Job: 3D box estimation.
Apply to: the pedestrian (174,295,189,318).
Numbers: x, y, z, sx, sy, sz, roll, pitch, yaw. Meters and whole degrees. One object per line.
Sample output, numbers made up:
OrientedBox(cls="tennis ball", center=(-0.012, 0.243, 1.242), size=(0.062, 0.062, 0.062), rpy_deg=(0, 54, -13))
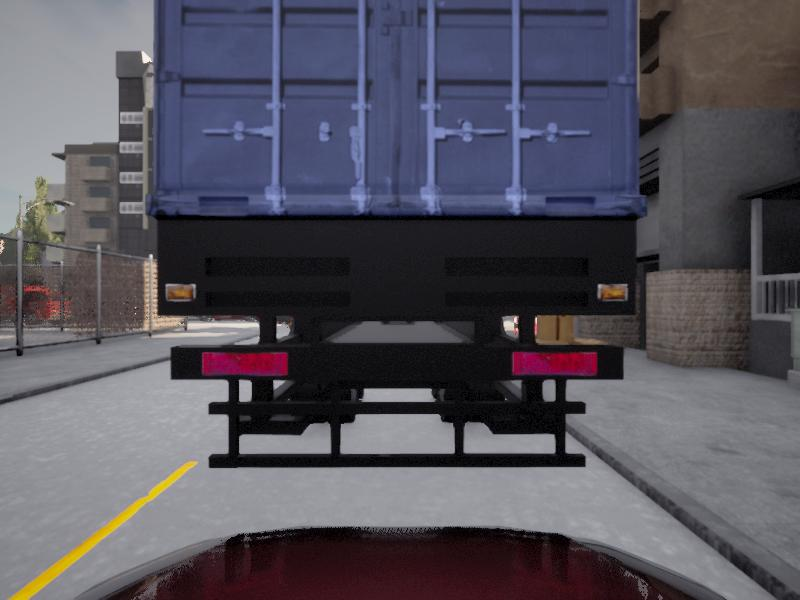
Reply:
OrientedBox(cls="pedestrian", center=(-17.805, 0.518, 32.640), size=(0.751, 1.860, 0.751), rpy_deg=(0, 0, 11))

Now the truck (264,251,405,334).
OrientedBox(cls="truck", center=(-3.278, -0.331, 22.837), size=(2.891, 3.827, 8.468), rpy_deg=(0, 0, 34))

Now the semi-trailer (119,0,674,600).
OrientedBox(cls="semi-trailer", center=(-0.049, -0.623, 9.091), size=(2.717, 4.402, 14.254), rpy_deg=(0, 0, 0))

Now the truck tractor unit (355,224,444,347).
OrientedBox(cls="truck tractor unit", center=(-0.183, -0.507, 17.007), size=(3.053, 4.208, 6.516), rpy_deg=(0, 0, -3))

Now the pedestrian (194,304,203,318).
OrientedBox(cls="pedestrian", center=(-16.334, 0.898, 32.401), size=(0.500, 1.100, 0.500), rpy_deg=(0, 0, 4))
